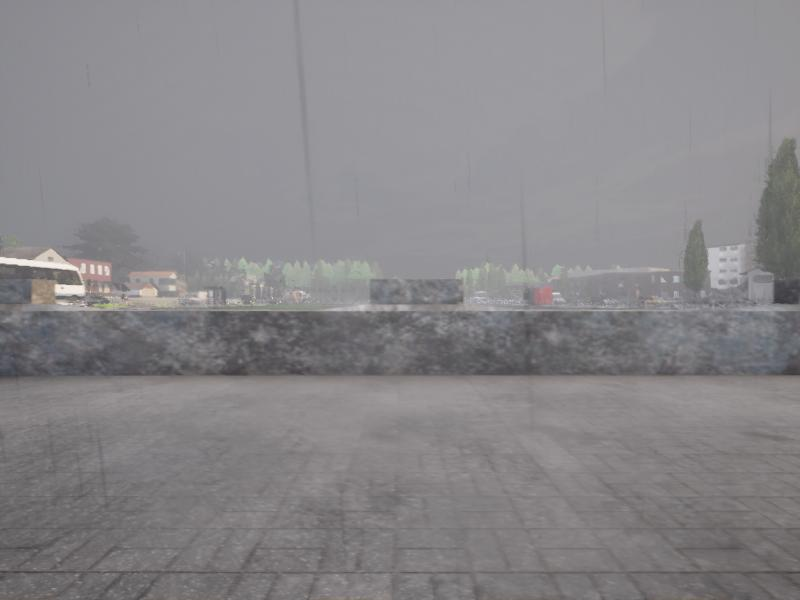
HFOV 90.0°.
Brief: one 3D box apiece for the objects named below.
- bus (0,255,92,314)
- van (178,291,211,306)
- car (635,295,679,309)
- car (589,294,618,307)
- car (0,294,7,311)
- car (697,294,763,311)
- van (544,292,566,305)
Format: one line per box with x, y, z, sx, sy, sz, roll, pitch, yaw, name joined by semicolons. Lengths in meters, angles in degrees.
-30.955;-1.150;32.455;3.944;4.253;10.273;0;0;0;bus
-34.818;-0.245;67.952;2.351;2.431;6.366;0;0;0;van
30.883;0.218;48.326;1.801;1.575;5.366;0;0;0;car
30.882;0.060;60.883;1.932;1.855;4.605;0;2;0;car
-34.839;0.235;32.599;1.970;1.475;3.806;0;0;0;car
30.880;0.252;37.699;2.128;1.511;4.902;0;0;0;car
30.886;-0.283;79.937;1.988;2.561;5.915;0;0;0;van
